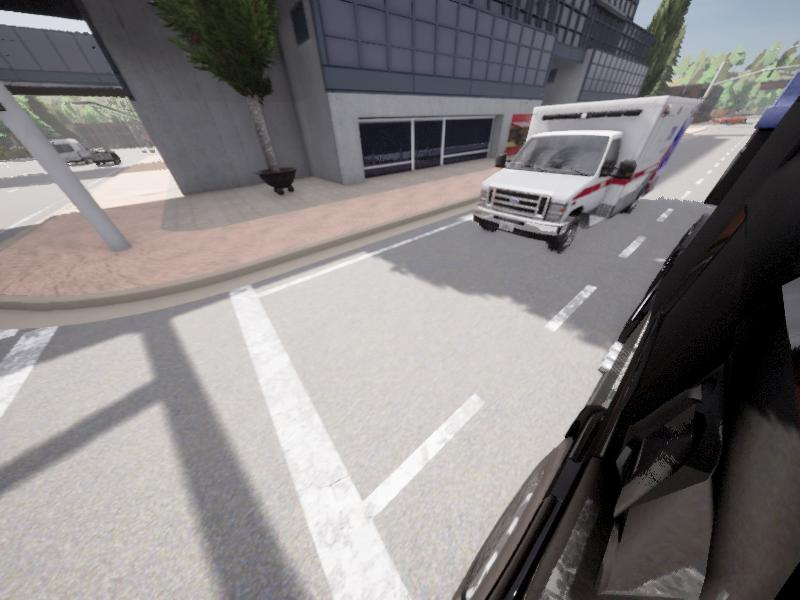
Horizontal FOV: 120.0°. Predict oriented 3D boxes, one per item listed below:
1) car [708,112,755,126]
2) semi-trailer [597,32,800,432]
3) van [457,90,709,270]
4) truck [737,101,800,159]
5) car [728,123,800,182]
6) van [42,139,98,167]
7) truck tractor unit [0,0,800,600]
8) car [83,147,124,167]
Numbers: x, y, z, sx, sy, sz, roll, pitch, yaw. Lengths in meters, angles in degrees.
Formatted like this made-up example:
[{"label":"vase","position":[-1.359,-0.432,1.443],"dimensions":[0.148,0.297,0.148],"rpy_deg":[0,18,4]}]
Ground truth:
[{"label":"car","position":[63.458,-34.760,44.388],"dimensions":[4.553,1.767,2.097],"rpy_deg":[5,38,10]},{"label":"semi-trailer","position":[8.766,-3.562,4.154],"dimensions":[14.254,4.402,2.717],"rpy_deg":[-27,43,-29]},{"label":"van","position":[4.583,-3.305,5.742],"dimensions":[6.366,2.431,2.351],"rpy_deg":[-27,43,-29]},{"label":"truck","position":[22.972,-10.039,13.480],"dimensions":[5.204,2.467,2.627],"rpy_deg":[-27,43,-28]},{"label":"car","position":[16.049,-6.172,9.457],"dimensions":[4.611,1.667,2.242],"rpy_deg":[-27,43,-29]},{"label":"van","position":[-40.679,-18.403,28.727],"dimensions":[1.988,2.561,5.915],"rpy_deg":[-27,43,-29]},{"label":"truck tractor unit","position":[2.645,-0.295,0.351],"dimensions":[6.516,4.208,3.053],"rpy_deg":[-28,44,-30]},{"label":"car","position":[-34.005,-16.575,26.632],"dimensions":[1.851,1.617,3.988],"rpy_deg":[-27,43,-29]}]
